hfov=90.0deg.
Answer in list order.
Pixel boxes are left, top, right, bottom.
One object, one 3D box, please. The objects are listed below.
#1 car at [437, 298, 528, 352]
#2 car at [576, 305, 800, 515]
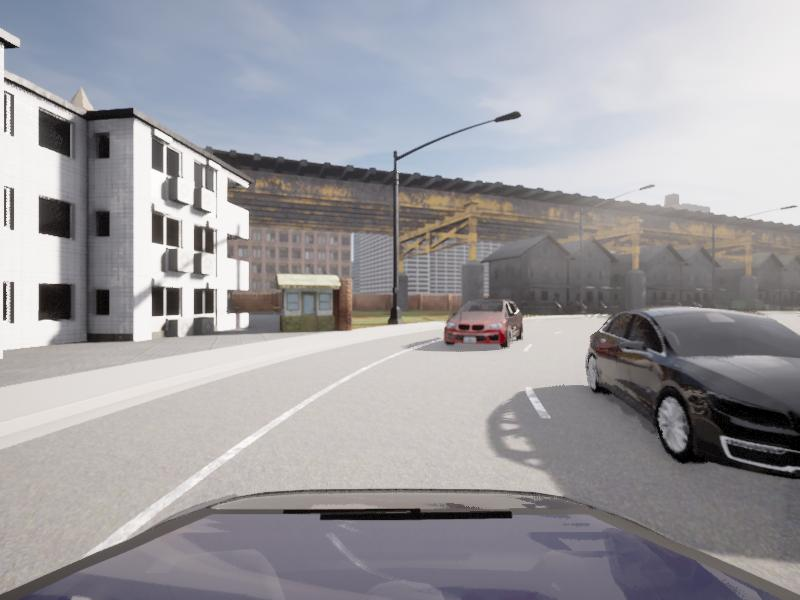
[{"bbox_3d":[3.245,0.773,14.913,2.242,1.667,4.611,0,0,26],"label":"car"},{"bbox_3d":[3.895,0.851,5.284,1.837,1.490,4.892,0,0,11],"label":"car"}]
